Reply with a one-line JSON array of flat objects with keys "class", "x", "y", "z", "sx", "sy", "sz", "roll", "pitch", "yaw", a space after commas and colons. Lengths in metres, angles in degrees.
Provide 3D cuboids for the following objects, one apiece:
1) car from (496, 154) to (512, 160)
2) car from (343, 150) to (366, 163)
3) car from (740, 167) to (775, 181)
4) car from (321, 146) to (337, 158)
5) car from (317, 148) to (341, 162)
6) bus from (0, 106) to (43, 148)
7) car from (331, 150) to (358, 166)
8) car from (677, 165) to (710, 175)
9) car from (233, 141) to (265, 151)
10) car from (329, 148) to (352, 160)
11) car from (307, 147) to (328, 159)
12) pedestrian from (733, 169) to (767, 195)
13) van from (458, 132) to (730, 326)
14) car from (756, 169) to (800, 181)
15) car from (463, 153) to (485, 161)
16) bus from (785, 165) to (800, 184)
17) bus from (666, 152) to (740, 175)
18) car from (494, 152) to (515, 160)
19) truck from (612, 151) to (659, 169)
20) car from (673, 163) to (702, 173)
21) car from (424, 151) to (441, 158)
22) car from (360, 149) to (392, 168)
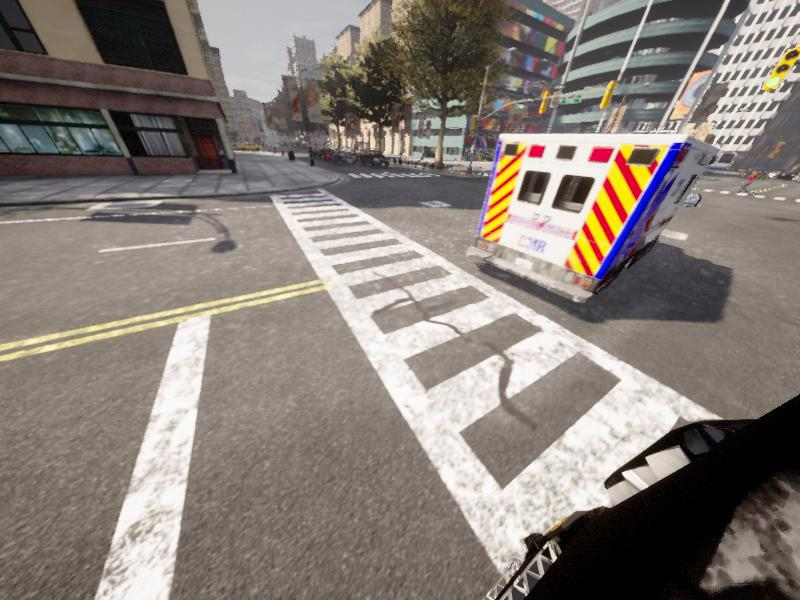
[{"class": "car", "x": 34.580, "y": -47.626, "z": 76.943, "sx": 2.007, "sy": 1.523, "sz": 4.514, "roll": -16, "pitch": 38, "yaw": -26}, {"class": "car", "x": -6.785, "y": -21.387, "z": 34.411, "sx": 1.994, "sy": 1.385, "sz": 4.181, "roll": -16, "pitch": 38, "yaw": -26}, {"class": "car", "x": 61.698, "y": -21.785, "z": 39.928, "sx": 1.905, "sy": 1.878, "sz": 3.866, "roll": 27, "pitch": 41, "yaw": 31}, {"class": "car", "x": -13.475, "y": -28.085, "z": 43.762, "sx": 1.851, "sy": 1.617, "sz": 3.988, "roll": -16, "pitch": 38, "yaw": -26}, {"class": "car", "x": -10.445, "y": -21.222, "z": 33.732, "sx": 2.007, "sy": 1.525, "sz": 4.514, "roll": -16, "pitch": 38, "yaw": -26}, {"class": "bus", "x": -52.198, "y": -21.729, "z": 28.744, "sx": 3.944, "sy": 4.253, "sz": 10.273, "roll": -16, "pitch": 38, "yaw": -26}, {"class": "car", "x": -7.062, "y": -17.900, "z": 29.069, "sx": 1.812, "sy": 1.442, "sz": 4.674, "roll": -16, "pitch": 38, "yaw": -26}, {"class": "car", "x": 65.034, "y": -29.014, "z": 51.402, "sx": 1.801, "sy": 1.575, "sz": 5.366, "roll": 12, "pitch": 34, "yaw": 13}, {"class": "car", "x": -32.663, "y": -33.332, "z": 50.180, "sx": 1.801, "sy": 1.575, "sz": 5.366, "roll": 27, "pitch": 41, "yaw": 32}, {"class": "car", "x": -10.134, "y": -24.753, "z": 39.090, "sx": 2.128, "sy": 1.511, "sz": 4.902, "roll": -16, "pitch": 38, "yaw": -26}, {"class": "car", "x": -13.762, "y": -24.446, "z": 38.358, "sx": 1.837, "sy": 1.490, "sz": 4.892, "roll": -16, "pitch": 38, "yaw": -27}, {"class": "pedestrian", "x": 30.231, "y": -10.194, "z": 19.974, "sx": 0.751, "sy": 1.860, "sz": 0.751, "roll": -18, "pitch": 39, "yaw": -28}, {"class": "van", "x": 4.596, "y": -2.120, "z": 5.320, "sx": 6.366, "sy": 2.431, "sz": 2.351, "roll": -21, "pitch": 41, "yaw": -31}, {"class": "car", "x": 73.247, "y": -24.308, "z": 44.914, "sx": 2.038, "sy": 1.542, "sz": 4.974, "roll": 16, "pitch": 36, "yaw": 19}, {"class": "car", "x": 18.255, "y": -35.247, "z": 56.922, "sx": 2.128, "sy": 1.511, "sz": 4.902, "roll": -16, "pitch": 38, "yaw": -26}, {"class": "bus", "x": 66.797, "y": -19.925, "z": 35.387, "sx": 3.944, "sy": 4.253, "sz": 10.273, "roll": 26, "pitch": 40, "yaw": 30}, {"class": "bus", "x": 73.321, "y": -33.626, "z": 56.542, "sx": 3.944, "sy": 4.253, "sz": 10.273, "roll": 3, "pitch": 34, "yaw": 1}, {"class": "car", "x": 34.627, "y": -47.923, "z": 76.686, "sx": 2.435, "sy": 2.045, "sz": 5.566, "roll": -16, "pitch": 38, "yaw": -26}, {"class": "truck", "x": 65.805, "y": -39.384, "z": 65.014, "sx": 2.891, "sy": 3.827, "sz": 8.468, "roll": -3, "pitch": 34, "yaw": -9}, {"class": "car", "x": 69.785, "y": -32.158, "z": 56.216, "sx": 1.905, "sy": 1.878, "sz": 3.866, "roll": 5, "pitch": 34, "yaw": 4}, {"class": "car", "x": 8.858, "y": -39.939, "z": 63.324, "sx": 2.161, "sy": 1.482, "sz": 4.786, "roll": -16, "pitch": 38, "yaw": -26}, {"class": "car", "x": -3.130, "y": -17.921, "z": 29.204, "sx": 2.242, "sy": 1.667, "sz": 4.611, "roll": -16, "pitch": 38, "yaw": -26}]
